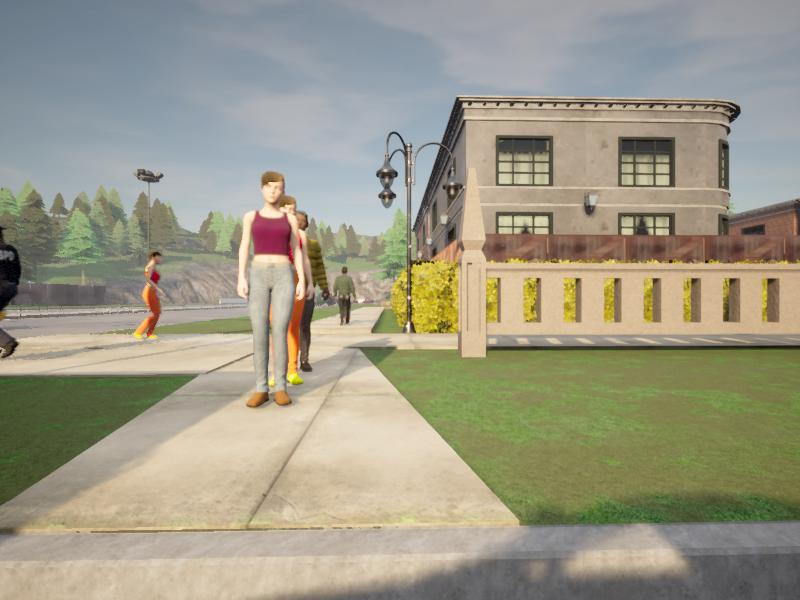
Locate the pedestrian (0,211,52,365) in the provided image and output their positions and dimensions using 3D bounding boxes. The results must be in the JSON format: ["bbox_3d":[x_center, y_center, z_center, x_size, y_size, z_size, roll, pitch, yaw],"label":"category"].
[{"bbox_3d":[-5.221,-0.148,5.197,0.751,1.860,0.751,0,0,-4],"label":"pedestrian"}]

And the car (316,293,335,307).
[{"bbox_3d":[-11.714,-0.032,63.016,2.150,2.045,5.566,0,0,-2],"label":"car"}]

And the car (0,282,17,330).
[{"bbox_3d":[-14.119,0.201,11.163,1.801,1.575,5.366,0,0,-1],"label":"car"}]

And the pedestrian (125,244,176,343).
[{"bbox_3d":[-4.962,-0.115,7.998,0.751,1.860,0.751,0,0,-22],"label":"pedestrian"}]

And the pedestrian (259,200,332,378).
[{"bbox_3d":[-1.178,-0.115,4.605,0.751,1.860,0.751,0,0,-12],"label":"pedestrian"}]

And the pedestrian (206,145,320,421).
[{"bbox_3d":[-1.020,-0.115,3.149,0.751,1.860,0.751,0,0,-12],"label":"pedestrian"}]

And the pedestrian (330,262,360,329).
[{"bbox_3d":[-1.573,-0.115,11.467,0.751,1.860,0.751,0,0,1],"label":"pedestrian"}]

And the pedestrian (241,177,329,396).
[{"bbox_3d":[-1.112,-0.115,3.876,0.751,1.860,0.751,0,0,-18],"label":"pedestrian"}]
